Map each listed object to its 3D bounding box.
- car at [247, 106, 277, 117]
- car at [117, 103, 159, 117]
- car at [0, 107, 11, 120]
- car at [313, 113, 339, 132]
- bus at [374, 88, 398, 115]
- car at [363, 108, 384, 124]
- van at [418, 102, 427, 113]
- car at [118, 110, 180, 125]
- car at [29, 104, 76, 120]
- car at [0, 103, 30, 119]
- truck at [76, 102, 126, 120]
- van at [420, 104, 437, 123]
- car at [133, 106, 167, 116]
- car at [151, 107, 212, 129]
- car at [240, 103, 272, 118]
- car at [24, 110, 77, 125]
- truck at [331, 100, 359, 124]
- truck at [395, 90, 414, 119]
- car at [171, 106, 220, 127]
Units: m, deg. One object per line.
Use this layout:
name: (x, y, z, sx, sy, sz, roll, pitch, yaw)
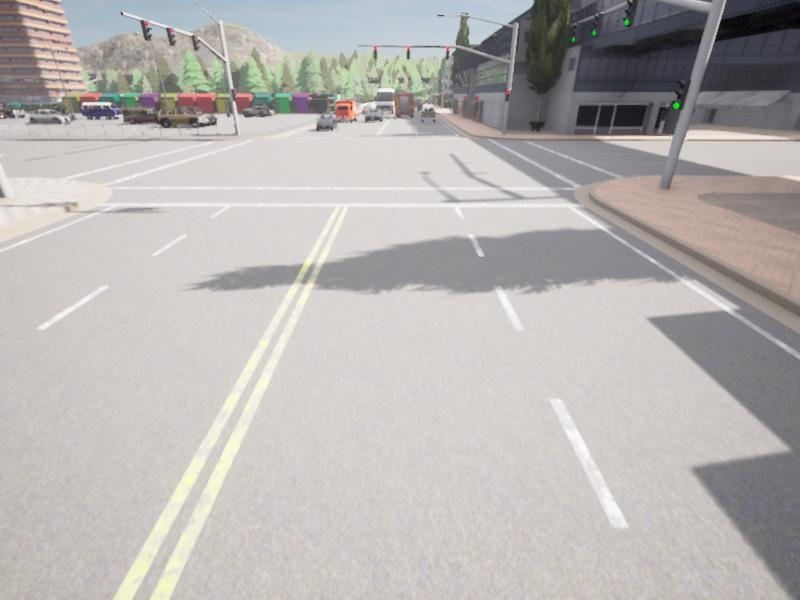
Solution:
car: (-21.409, -29.332, 62.237, 3.806, 1.475, 1.970, 0, 27, 0)
car: (-38.942, -28.256, 59.529, 4.605, 1.855, 1.932, 0, 27, 0)
car: (-53.961, -24.356, 52.290, 3.905, 1.438, 1.784, 0, 27, 0)
car: (-7.129, -17.327, 38.950, 1.845, 1.501, 3.633, 0, 27, 0)
bus: (-2.456, -37.843, 76.183, 3.944, 4.253, 10.273, 1, 27, 1)
car: (-3.329, -23.766, 51.485, 2.152, 1.651, 5.027, 1, 27, 1)
van: (4.602, -39.890, 82.725, 1.775, 1.987, 4.442, 1, 27, 1)
car: (-27.841, -20.352, 44.593, 5.357, 1.415, 2.033, 0, 27, 0)
car: (-45.272, -24.529, 52.203, 3.866, 1.878, 1.905, 0, 27, 0)
car: (-54.008, -25.763, 54.584, 4.605, 1.855, 1.932, 0, 27, 0)
truck: (-38.892, -24.607, 52.166, 4.478, 2.038, 2.069, 0, 27, 0)
van: (3.725, -24.833, 53.146, 2.069, 2.038, 4.480, 1, 27, 1)
car: (-38.876, -29.385, 62.205, 3.905, 1.438, 1.784, 0, 27, 0)
car: (-21.459, -18.000, 39.489, 4.605, 1.855, 1.932, 0, 27, 0)
car: (-21.422, -28.229, 59.549, 3.866, 1.878, 1.905, 0, 27, 0)
car: (-38.867, -20.363, 44.587, 3.806, 1.475, 1.970, 0, 27, 0)
truck: (-6.857, -23.763, 50.515, 2.627, 2.467, 5.204, 1, 28, 1)
truck: (0.776, -31.064, 63.378, 2.891, 3.827, 8.468, 1, 27, 1)
car: (-21.402, -19.313, 42.068, 3.866, 1.878, 1.905, 0, 27, 0)
